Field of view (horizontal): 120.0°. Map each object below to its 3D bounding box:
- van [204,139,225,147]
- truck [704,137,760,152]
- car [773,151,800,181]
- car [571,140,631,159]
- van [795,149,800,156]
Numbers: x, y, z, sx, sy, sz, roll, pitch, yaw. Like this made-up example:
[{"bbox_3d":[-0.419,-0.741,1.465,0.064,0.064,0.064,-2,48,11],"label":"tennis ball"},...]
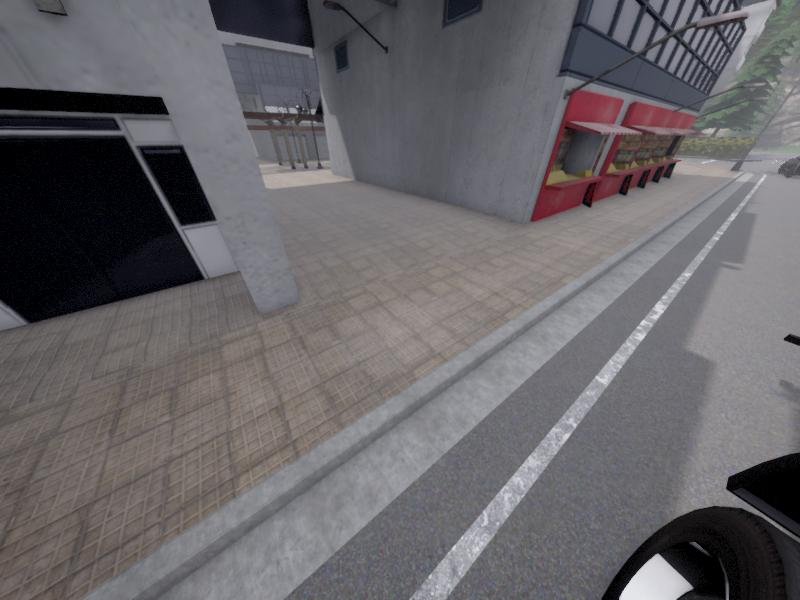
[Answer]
[{"bbox_3d":[-58.991,-49.962,73.516,4.480,2.038,2.069,-23,41,-29],"label":"van"},{"bbox_3d":[57.135,-26.986,40.006,2.390,2.098,6.274,12,37,17],"label":"truck"},{"bbox_3d":[26.330,-8.498,14.613,4.181,1.385,1.994,-30,45,-35],"label":"car"},{"bbox_3d":[23.619,-17.879,27.376,2.242,1.667,4.611,-23,41,-29],"label":"car"},{"bbox_3d":[54.384,-19.649,29.708,1.775,1.987,4.442,23,41,29],"label":"van"}]
